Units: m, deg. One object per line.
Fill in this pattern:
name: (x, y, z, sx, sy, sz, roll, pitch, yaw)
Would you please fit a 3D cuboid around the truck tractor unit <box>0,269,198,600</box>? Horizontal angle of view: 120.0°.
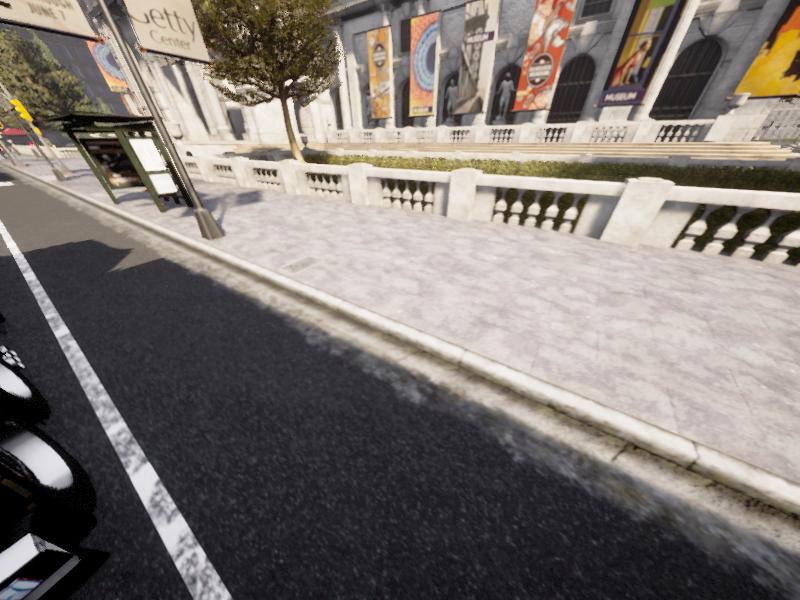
truck tractor unit: (-5.118, -0.294, 0.766, 6.516, 4.208, 3.053, 18, 39, 24)
